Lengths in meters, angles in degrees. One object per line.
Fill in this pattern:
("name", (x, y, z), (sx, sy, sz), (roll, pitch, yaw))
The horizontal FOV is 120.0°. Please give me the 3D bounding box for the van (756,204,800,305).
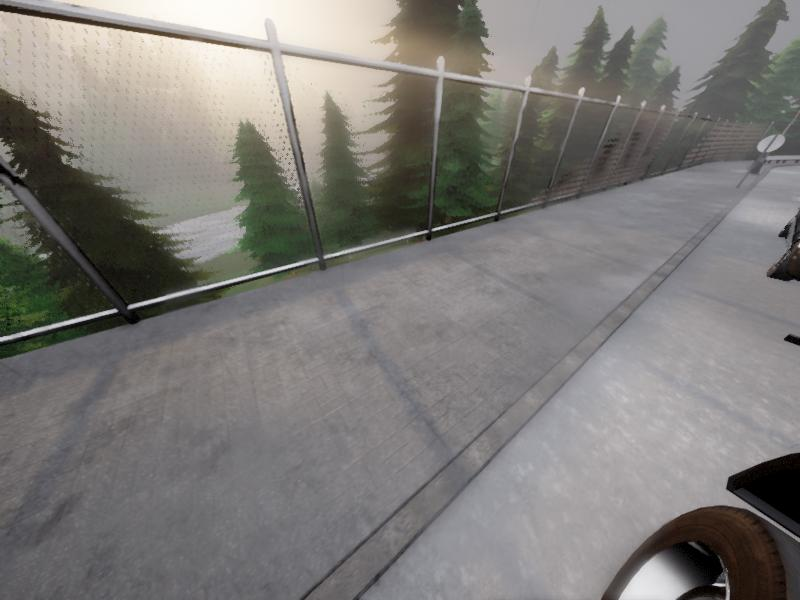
("van", (9.430, -1.738, 4.124), (5.915, 2.561, 1.988), (-23, 41, -27))
